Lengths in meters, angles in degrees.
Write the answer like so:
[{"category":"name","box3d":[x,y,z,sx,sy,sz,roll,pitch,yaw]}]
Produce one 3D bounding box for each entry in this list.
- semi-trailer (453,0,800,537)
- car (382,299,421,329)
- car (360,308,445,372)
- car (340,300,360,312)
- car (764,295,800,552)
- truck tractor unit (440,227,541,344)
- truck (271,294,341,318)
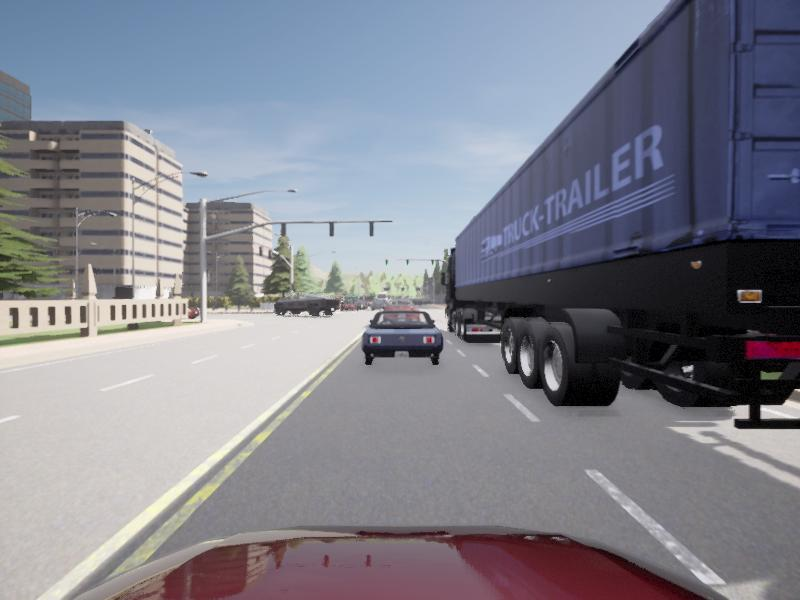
[{"category":"semi-trailer","box3d":[3.556,-0.630,9.781,2.717,4.402,14.254,0,0,0]},{"category":"car","box3d":[-0.012,0.755,24.152,2.152,1.651,5.027,0,0,-2]},{"category":"car","box3d":[0.063,0.932,11.232,1.895,1.301,4.718,0,0,0]},{"category":"car","box3d":[-6.773,0.772,54.481,2.007,1.525,4.514,0,0,2]},{"category":"car","box3d":[3.496,0.783,0.174,1.930,1.638,5.238,0,0,0]},{"category":"truck tractor unit","box3d":[3.590,-0.545,17.695,3.053,4.208,6.516,0,0,0]},{"category":"truck","box3d":[-8.878,0.503,37.664,6.274,2.098,2.390,0,-1,27]}]
